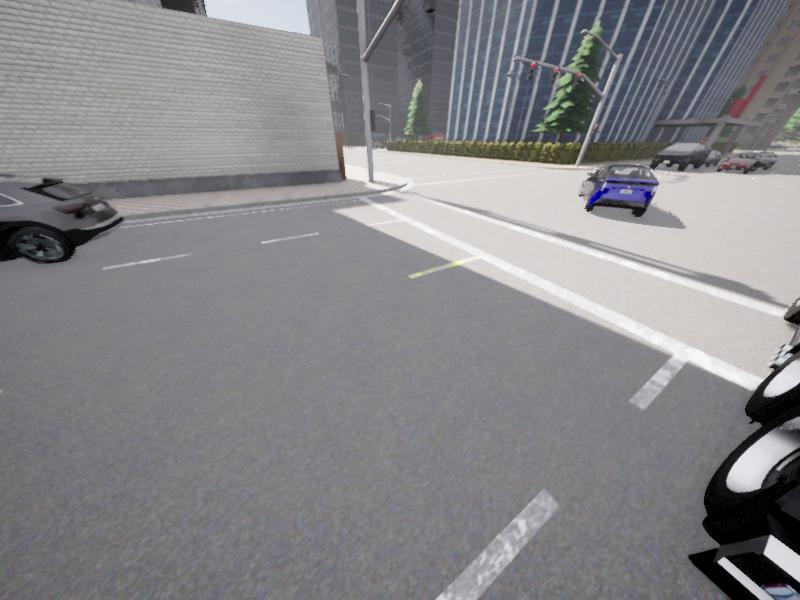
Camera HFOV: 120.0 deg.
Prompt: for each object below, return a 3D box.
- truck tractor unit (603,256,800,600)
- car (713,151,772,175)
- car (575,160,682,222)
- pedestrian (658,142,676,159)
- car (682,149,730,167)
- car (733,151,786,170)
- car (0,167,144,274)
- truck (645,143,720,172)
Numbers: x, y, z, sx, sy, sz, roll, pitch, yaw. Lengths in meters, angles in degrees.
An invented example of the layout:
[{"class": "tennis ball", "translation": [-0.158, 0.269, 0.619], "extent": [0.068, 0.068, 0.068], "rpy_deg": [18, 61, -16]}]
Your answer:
[{"class": "truck tractor unit", "translation": [5.105, -0.304, 0.809], "extent": [6.516, 4.208, 3.053], "rpy_deg": [-18, 39, -25]}, {"class": "car", "translation": [29.633, -11.918, 20.006], "extent": [4.193, 1.474, 1.816], "rpy_deg": [-18, 39, -25]}, {"class": "car", "translation": [8.827, -4.697, 9.491], "extent": [2.007, 1.525, 4.514], "rpy_deg": [18, 39, 24]}, {"class": "pedestrian", "translation": [36.746, -20.569, 31.800], "extent": [0.751, 1.860, 0.751], "rpy_deg": [-21, 40, -27]}, {"class": "car", "translation": [33.113, -15.371, 25.005], "extent": [4.674, 1.442, 1.812], "rpy_deg": [-18, 39, -25]}, {"class": "car", "translation": [35.677, -13.871, 22.947], "extent": [4.181, 1.385, 1.994], "rpy_deg": [-19, 39, -25]}, {"class": "car", "translation": [-9.180, -1.531, 4.665], "extent": [4.856, 1.649, 2.033], "rpy_deg": [-18, 39, -25]}, {"class": "truck", "translation": [26.321, -13.403, 21.557], "extent": [6.274, 2.098, 2.390], "rpy_deg": [-18, 39, -25]}]
